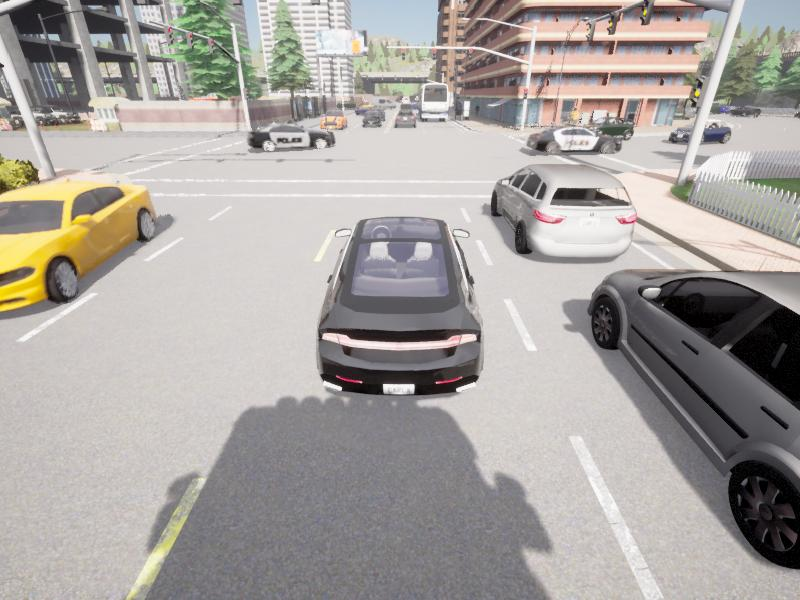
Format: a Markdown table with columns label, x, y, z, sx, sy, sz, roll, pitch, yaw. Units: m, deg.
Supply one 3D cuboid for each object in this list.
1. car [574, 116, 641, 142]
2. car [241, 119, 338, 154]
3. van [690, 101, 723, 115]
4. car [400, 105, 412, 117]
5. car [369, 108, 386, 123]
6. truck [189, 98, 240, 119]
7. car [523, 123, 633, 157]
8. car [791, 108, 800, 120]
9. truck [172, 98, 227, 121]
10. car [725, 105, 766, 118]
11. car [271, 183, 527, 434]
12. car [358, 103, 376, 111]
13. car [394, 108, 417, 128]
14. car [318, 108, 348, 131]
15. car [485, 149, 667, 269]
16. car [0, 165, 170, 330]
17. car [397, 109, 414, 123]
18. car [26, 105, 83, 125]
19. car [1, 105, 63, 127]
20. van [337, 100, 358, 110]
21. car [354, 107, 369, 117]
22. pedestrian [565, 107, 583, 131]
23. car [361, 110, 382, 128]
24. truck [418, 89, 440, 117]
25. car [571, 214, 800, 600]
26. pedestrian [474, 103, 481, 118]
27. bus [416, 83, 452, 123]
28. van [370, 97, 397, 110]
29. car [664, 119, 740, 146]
| label | x | y | z | sx | sy | sz | roll | pitch | yaw |
| --- | --- | --- | --- | --- | --- | --- | --- | --- | --- |
| car | 15.048 | -12.479 | 29.121 | 3.705 | 1.549 | 1.789 | -5 | 28 | -10 |
| car | -6.595 | -9.931 | 24.159 | 5.238 | 1.638 | 1.930 | -12 | 30 | -23 |
| van | 51.570 | -32.393 | 67.450 | 1.775 | 1.987 | 4.442 | 1 | 27 | 1 |
| car | 0.929 | -29.951 | 63.303 | 1.801 | 1.575 | 5.366 | 0 | 27 | 1 |
| car | -2.778 | -23.239 | 50.276 | 1.837 | 1.490 | 4.892 | 0 | 27 | 1 |
| truck | -25.011 | -25.964 | 54.168 | 5.204 | 2.467 | 2.615 | 0 | 27 | 1 |
| car | 9.771 | -8.965 | 22.314 | 4.974 | 1.542 | 2.038 | -1 | 27 | -2 |
| car | 53.994 | -24.082 | 51.889 | 2.033 | 1.411 | 5.357 | 4 | 28 | 9 |
| truck | -25.065 | -23.996 | 50.333 | 5.204 | 2.467 | 2.615 | 0 | 27 | 1 |
| car | 51.380 | -28.138 | 59.688 | 1.837 | 1.490 | 4.892 | 1 | 27 | 1 |
| car | 0.023 | -0.455 | 5.857 | 2.128 | 1.511 | 4.902 | 0 | 27 | 1 |
| car | -6.931 | -40.447 | 83.762 | 1.882 | 1.535 | 5.008 | -13 | 30 | -24 |
| car | 0.582 | -19.373 | 42.550 | 2.242 | 1.667 | 4.611 | 0 | 27 | 1 |
| car | -6.454 | -17.660 | 39.075 | 2.097 | 1.767 | 4.553 | 0 | 27 | 1 |
| car | 3.605 | -2.399 | 9.470 | 2.242 | 1.667 | 4.611 | 1 | 27 | 1 |
| car | -6.519 | -1.359 | 7.591 | 1.882 | 1.535 | 5.008 | -4 | 27 | -7 |
| car | 0.727 | -23.171 | 50.252 | 2.033 | 1.411 | 5.357 | 0 | 27 | 1 |
| car | -36.821 | -19.821 | 42.768 | 3.866 | 1.878 | 1.905 | 0 | 27 | 1 |
| car | -36.858 | -18.478 | 40.152 | 3.866 | 1.878 | 1.905 | 0 | 27 | 1 |
| van | -11.807 | -44.138 | 90.460 | 4.442 | 1.987 | 1.775 | 1 | 27 | 1 |
| car | -6.069 | -29.935 | 63.529 | 1.895 | 1.301 | 4.718 | 0 | 27 | 1 |
| pedestrian | 15.104 | -15.737 | 34.746 | 0.751 | 1.860 | 0.751 | -9 | 29 | -18 |
| car | -2.902 | -19.098 | 42.206 | 1.837 | 1.490 | 4.892 | 0 | 27 | 1 |
| truck | 4.444 | -31.281 | 63.386 | 2.891 | 3.827 | 8.468 | 0 | 27 | 1 |
| car | 3.494 | 0.484 | 3.923 | 1.851 | 1.617 | 3.988 | 0 | 27 | 1 |
| pedestrian | 10.686 | -26.249 | 55.353 | 0.751 | 1.860 | 0.751 | 0 | 27 | 1 |
| bus | 4.140 | -25.663 | 51.983 | 3.944 | 4.253 | 10.273 | 0 | 27 | 1 |
| van | -3.693 | -44.328 | 90.181 | 5.915 | 2.561 | 1.988 | 1 | 27 | 1 |
| car | 20.350 | -11.372 | 27.047 | 3.806 | 1.475 | 1.970 | -9 | 29 | -18 |
